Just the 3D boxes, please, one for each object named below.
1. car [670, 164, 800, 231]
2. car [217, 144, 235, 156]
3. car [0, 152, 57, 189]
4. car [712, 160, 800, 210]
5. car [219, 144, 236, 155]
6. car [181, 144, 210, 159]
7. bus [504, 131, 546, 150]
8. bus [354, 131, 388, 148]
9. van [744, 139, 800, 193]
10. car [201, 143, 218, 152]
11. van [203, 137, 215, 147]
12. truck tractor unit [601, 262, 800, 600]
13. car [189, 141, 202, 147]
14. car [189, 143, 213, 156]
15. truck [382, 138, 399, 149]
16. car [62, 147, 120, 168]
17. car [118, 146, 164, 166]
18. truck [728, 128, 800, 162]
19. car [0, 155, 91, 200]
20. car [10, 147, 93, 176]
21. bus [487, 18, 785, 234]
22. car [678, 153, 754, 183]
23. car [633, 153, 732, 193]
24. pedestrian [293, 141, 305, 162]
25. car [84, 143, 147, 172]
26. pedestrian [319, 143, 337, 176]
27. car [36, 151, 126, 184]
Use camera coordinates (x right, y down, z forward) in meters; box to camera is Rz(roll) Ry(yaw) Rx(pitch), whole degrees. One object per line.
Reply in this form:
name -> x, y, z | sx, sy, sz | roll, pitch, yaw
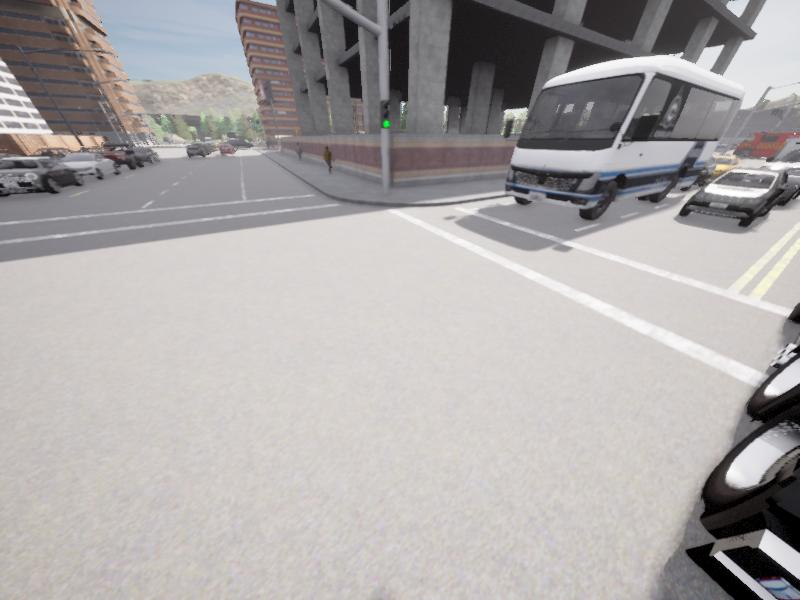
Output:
car -> 11.959, -3.749, 8.156 | 3.705, 1.549, 1.789 | -18, 39, -24
car -> -27.443, -23.761, 36.560 | 1.789, 1.549, 3.705 | -18, 39, -24
car -> -23.494, -7.579, 13.390 | 2.163, 1.488, 4.792 | -18, 39, -24
car -> 17.521, -5.545, 10.829 | 4.902, 1.511, 2.128 | -18, 39, -24
car -> -30.292, -26.611, 40.700 | 1.970, 1.475, 3.806 | -18, 39, -24
car -> -28.754, -21.016, 32.638 | 2.128, 1.511, 4.902 | -18, 39, -24
bus -> 37.478, -48.288, 69.986 | 3.944, 4.253, 10.273 | -18, 39, -25
bus -> -9.579, -53.172, 76.658 | 10.273, 4.253, 3.944 | -18, 39, -24
van -> 24.102, -8.069, 13.719 | 6.366, 2.431, 2.351 | -18, 39, -24
car -> -38.944, -31.329, 47.365 | 2.007, 1.525, 4.514 | -18, 39, -24
van -> -64.446, -53.514, 78.096 | 1.988, 2.561, 5.915 | -18, 39, -24
truck tractor unit -> 5.113, -0.298, 0.783 | 6.516, 4.208, 3.053 | -18, 39, -24
car -> -65.447, -50.069, 74.000 | 2.038, 1.542, 4.974 | -18, 39, -24
car -> -32.083, -24.433, 37.417 | 2.033, 1.649, 4.856 | -18, 39, -24
truck -> -2.608, -42.369, 62.477 | 2.615, 2.467, 5.204 | -18, 39, -24
car -> -29.720, -13.876, 22.392 | 1.816, 1.474, 4.193 | -18, 39, -24
car -> -27.045, -15.229, 24.346 | 1.837, 1.490, 4.892 | -18, 39, -24
truck -> 57.658, -23.420, 34.833 | 2.891, 3.827, 8.468 | -3, 35, -5
car -> -18.071, -6.155, 11.397 | 1.970, 1.475, 3.806 | -18, 39, -24
car -> -26.677, -10.847, 17.948 | 1.851, 1.617, 3.988 | -18, 39, -24
bus -> 9.080, -6.145, 9.210 | 10.273, 4.253, 3.944 | -18, 39, -24
car -> 22.810, -9.608, 16.663 | 5.366, 1.575, 1.801 | -18, 39, -24
car -> 16.683, -7.647, 13.704 | 4.611, 1.667, 2.242 | -18, 39, -25
pedestrian -> -11.327, -16.636, 25.889 | 0.751, 1.860, 0.751 | -16, 38, -22
car -> -23.895, -12.204, 19.677 | 1.905, 1.878, 3.866 | -18, 39, -24
pedestrian -> -4.951, -9.697, 15.973 | 0.751, 1.860, 0.751 | -16, 38, -22
car -> -20.899, -8.988, 15.474 | 1.812, 1.442, 4.674 | -18, 39, -24
